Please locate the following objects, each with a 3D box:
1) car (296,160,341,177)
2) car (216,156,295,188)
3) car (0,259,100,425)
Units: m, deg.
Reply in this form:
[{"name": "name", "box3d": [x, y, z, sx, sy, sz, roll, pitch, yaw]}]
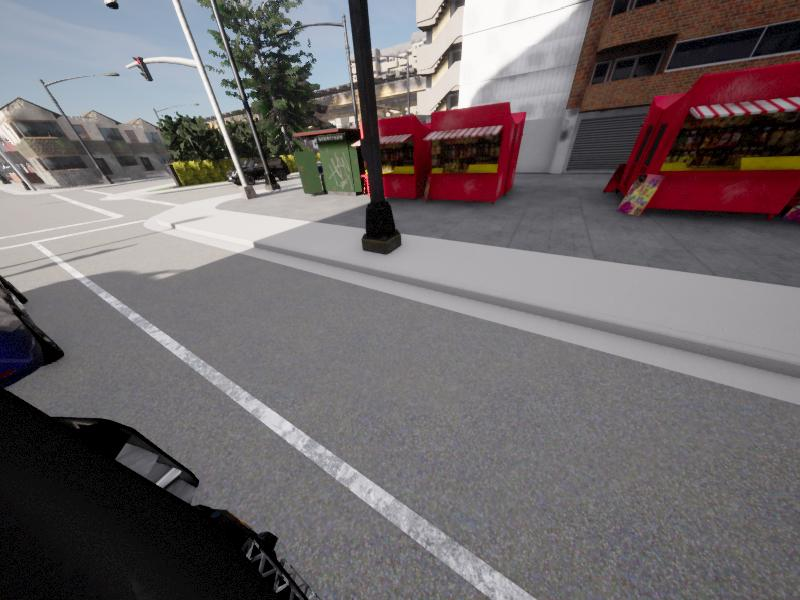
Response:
[{"name": "car", "box3d": [-9.316, -15.288, 26.771, 1.895, 1.301, 4.718, 15, 38, 27]}, {"name": "car", "box3d": [-13.016, -11.963, 21.372, 2.150, 2.045, 5.566, 15, 38, 27]}, {"name": "car", "box3d": [-6.372, 0.266, 2.731, 4.792, 1.488, 2.163, 15, 38, 26]}]
